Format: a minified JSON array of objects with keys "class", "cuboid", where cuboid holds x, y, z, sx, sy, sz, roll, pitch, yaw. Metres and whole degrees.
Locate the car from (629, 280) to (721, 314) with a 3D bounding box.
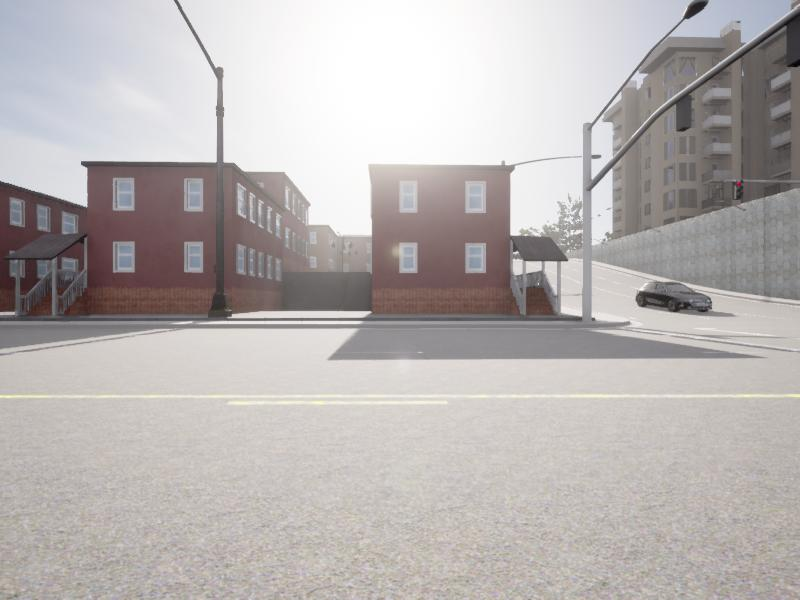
[{"class":"car","cuboid":[16.117,-0.256,23.853,2.033,1.649,4.856,0,5,0]}]
